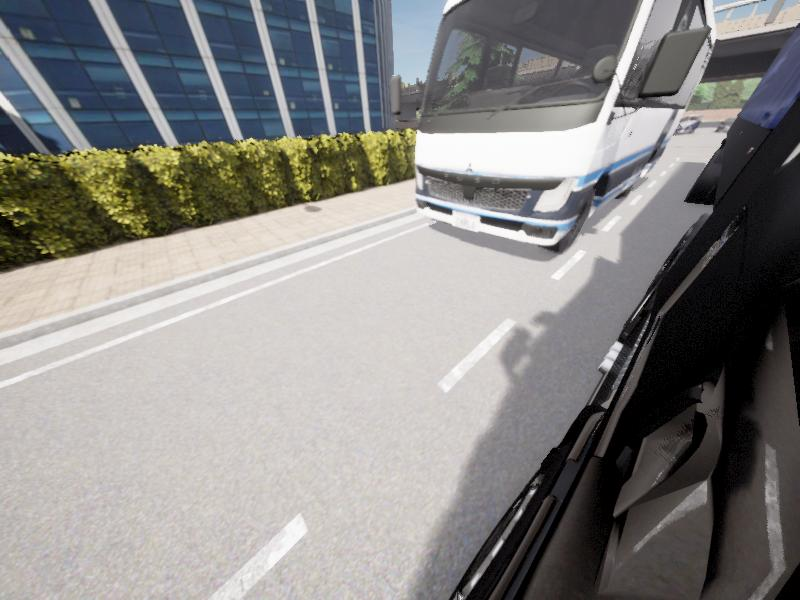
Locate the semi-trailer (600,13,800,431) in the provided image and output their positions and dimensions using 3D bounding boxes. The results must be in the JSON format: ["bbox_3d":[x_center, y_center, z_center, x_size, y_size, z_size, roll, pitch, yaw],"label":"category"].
[{"bbox_3d":[8.559,-3.705,4.348,14.254,4.402,2.717,-30,44,-31],"label":"semi-trailer"}]

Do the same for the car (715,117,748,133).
[{"bbox_3d":[41.993,-22.263,29.352,4.674,1.442,1.812,-30,45,-32],"label":"car"}]

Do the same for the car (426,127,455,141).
[{"bbox_3d":[6.772,-28.202,39.243,2.097,1.767,4.553,-30,44,-31],"label":"car"}]

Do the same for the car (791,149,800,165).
[{"bbox_3d":[19.310,-6.421,9.656,4.974,1.542,2.038,-31,45,-33],"label":"car"}]

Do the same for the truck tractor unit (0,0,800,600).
[{"bbox_3d":[2.645,-0.295,0.351,6.516,4.208,3.053,-28,44,-30],"label":"truck tractor unit"}]

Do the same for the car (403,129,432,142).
[{"bbox_3d":[2.857,-27.500,38.669,2.242,1.667,4.611,-30,44,-31],"label":"car"}]

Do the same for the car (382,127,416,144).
[{"bbox_3d":[-0.212,-26.450,37.158,2.150,2.045,5.566,-30,45,-31],"label":"car"}]

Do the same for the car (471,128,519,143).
[{"bbox_3d":[12.270,-21.445,30.194,2.033,1.411,5.357,-30,45,-31],"label":"car"}]

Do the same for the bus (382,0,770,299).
[{"bbox_3d":[4.899,-4.725,6.093,10.273,4.253,3.944,-30,45,-31],"label":"bus"}]

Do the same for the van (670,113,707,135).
[{"bbox_3d":[36.451,-22.200,29.182,4.442,1.987,1.775,-28,44,-29],"label":"van"}]

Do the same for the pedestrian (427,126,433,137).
[{"bbox_3d":[6.305,-35.418,48.549,0.751,1.860,0.751,-32,46,-33],"label":"pedestrian"}]
